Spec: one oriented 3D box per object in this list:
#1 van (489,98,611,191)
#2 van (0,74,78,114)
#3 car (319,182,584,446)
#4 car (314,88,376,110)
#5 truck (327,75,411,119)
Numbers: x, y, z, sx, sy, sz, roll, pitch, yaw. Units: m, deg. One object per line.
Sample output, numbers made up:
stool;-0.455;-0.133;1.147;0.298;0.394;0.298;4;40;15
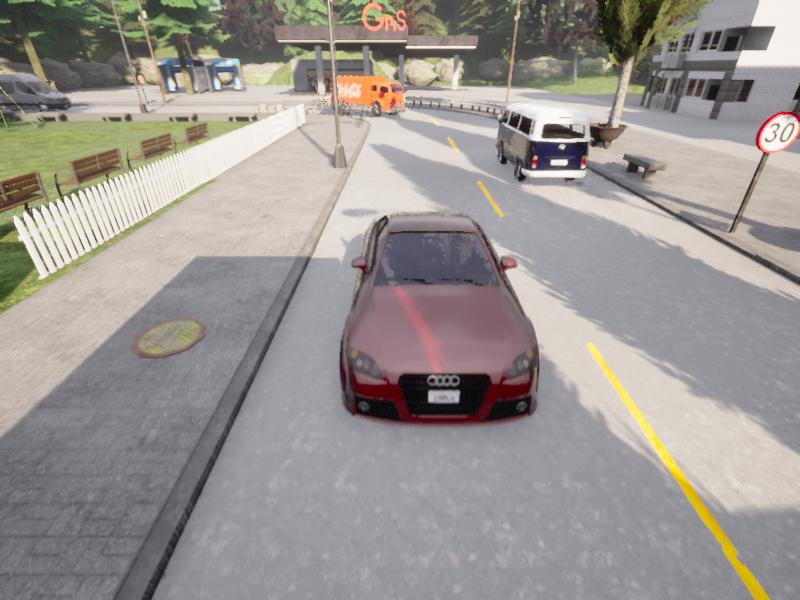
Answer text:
van;4.411;-5.131;12.780;2.069;2.038;4.480;0;31;0
van;-28.161;-15.365;29.790;5.915;2.561;1.988;0;30;0
car;0.392;-0.301;5.170;1.994;1.385;4.181;0;30;0
car;-4.463;-16.521;32.862;4.674;1.442;1.812;11;32;17
truck;-2.152;-14.093;27.689;5.204;2.467;2.627;20;33;30
